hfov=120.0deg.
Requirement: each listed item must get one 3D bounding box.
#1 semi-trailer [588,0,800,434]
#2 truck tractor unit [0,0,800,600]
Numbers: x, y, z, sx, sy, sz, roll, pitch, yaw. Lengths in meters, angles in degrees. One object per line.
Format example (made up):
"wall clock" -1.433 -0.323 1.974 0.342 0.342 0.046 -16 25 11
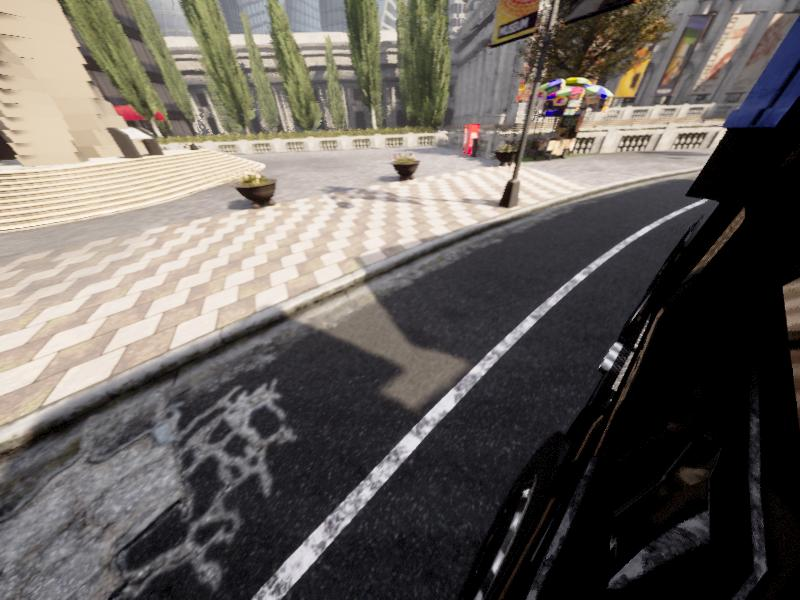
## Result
"semi-trailer" 9.344 -3.051 3.481 14.254 4.402 2.717 -20 40 -22
"truck tractor unit" 2.645 -0.295 0.351 6.516 4.208 3.053 -28 44 -30
